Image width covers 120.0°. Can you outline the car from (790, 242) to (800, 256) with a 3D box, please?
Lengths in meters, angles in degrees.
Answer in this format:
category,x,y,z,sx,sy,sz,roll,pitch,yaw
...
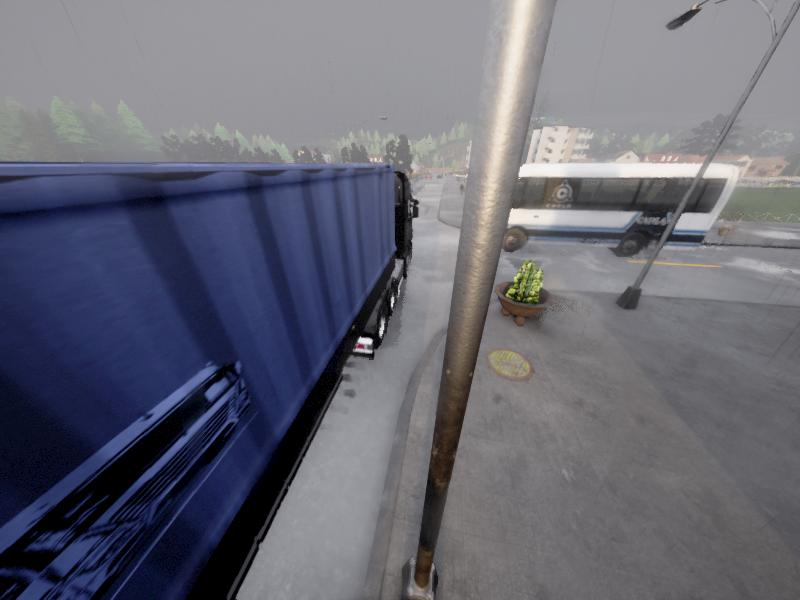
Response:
category,x,y,z,sx,sy,sz,roll,pitch,yaw
car,23.095,-2.556,11.163,3.806,1.475,1.970,5,30,9

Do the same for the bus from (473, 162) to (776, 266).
category,x,y,z,sx,sy,sz,roll,pitch,yaw
bus,9.724,-4.841,12.346,10.273,4.253,3.944,5,30,8

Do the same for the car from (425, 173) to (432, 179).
category,x,y,z,sx,sy,sz,roll,pitch,yaw
car,11.106,-47.546,88.525,2.150,2.045,5.566,5,30,9

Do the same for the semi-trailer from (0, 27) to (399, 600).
category,x,y,z,sx,sy,sz,roll,pitch,yaw
semi-trailer,-2.598,1.858,0.576,2.717,4.402,14.254,5,30,9

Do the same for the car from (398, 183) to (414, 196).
category,x,y,z,sx,sy,sz,roll,pitch,yaw
car,1.083,-18.878,39.384,2.007,1.525,4.514,5,30,9

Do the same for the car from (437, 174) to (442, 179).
category,x,y,z,sx,sy,sz,roll,pitch,yaw
car,15.615,-48.583,90.857,1.837,1.490,4.892,5,30,9

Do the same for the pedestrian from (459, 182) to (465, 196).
category,x,y,z,sx,sy,sz,roll,pitch,yaw
pedestrian,9.712,-17.365,36.172,0.751,1.860,0.751,5,30,9

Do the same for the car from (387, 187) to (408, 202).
category,x,y,z,sx,sy,sz,roll,pitch,yaw
car,-0.263,-14.968,32.743,2.033,1.411,5.357,5,30,9

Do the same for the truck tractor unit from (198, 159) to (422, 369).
category,x,y,z,sx,sy,sz,roll,pitch,yaw
truck tractor unit,-1.232,-1.955,7.373,3.053,4.208,6.516,5,31,9
